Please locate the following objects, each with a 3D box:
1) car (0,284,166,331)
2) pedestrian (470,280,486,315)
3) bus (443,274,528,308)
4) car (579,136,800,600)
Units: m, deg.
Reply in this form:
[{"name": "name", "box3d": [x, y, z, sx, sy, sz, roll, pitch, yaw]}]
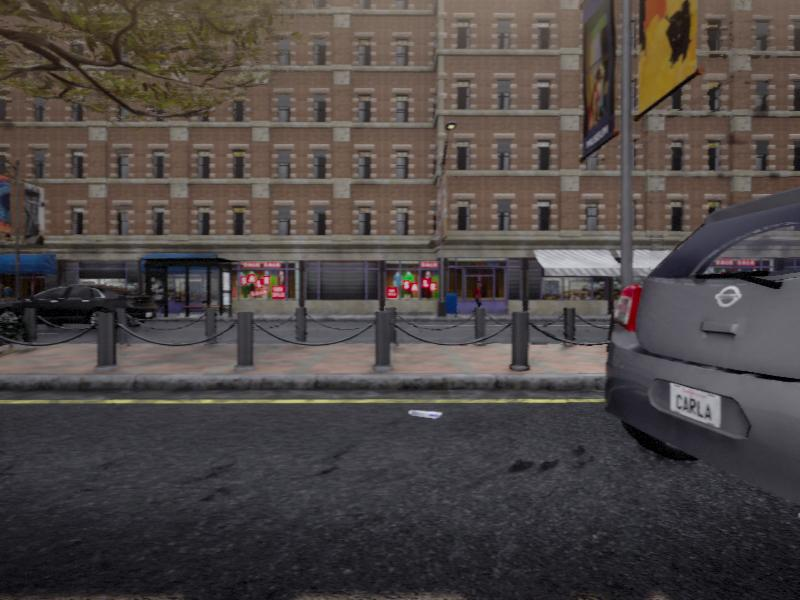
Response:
[{"name": "car", "box3d": [-10.948, 0.248, 13.606, 4.892, 1.490, 1.837, 0, 0, 0]}, {"name": "pedestrian", "box3d": [4.249, -0.116, 21.781, 0.751, 1.860, 0.751, 0, 0, 0]}, {"name": "bus", "box3d": [10.888, -1.138, 51.919, 10.273, 4.253, 3.944, 0, 0, 0]}, {"name": "car", "box3d": [3.070, 0.225, 1.871, 3.633, 1.501, 1.845, 0, 0, -4]}]
